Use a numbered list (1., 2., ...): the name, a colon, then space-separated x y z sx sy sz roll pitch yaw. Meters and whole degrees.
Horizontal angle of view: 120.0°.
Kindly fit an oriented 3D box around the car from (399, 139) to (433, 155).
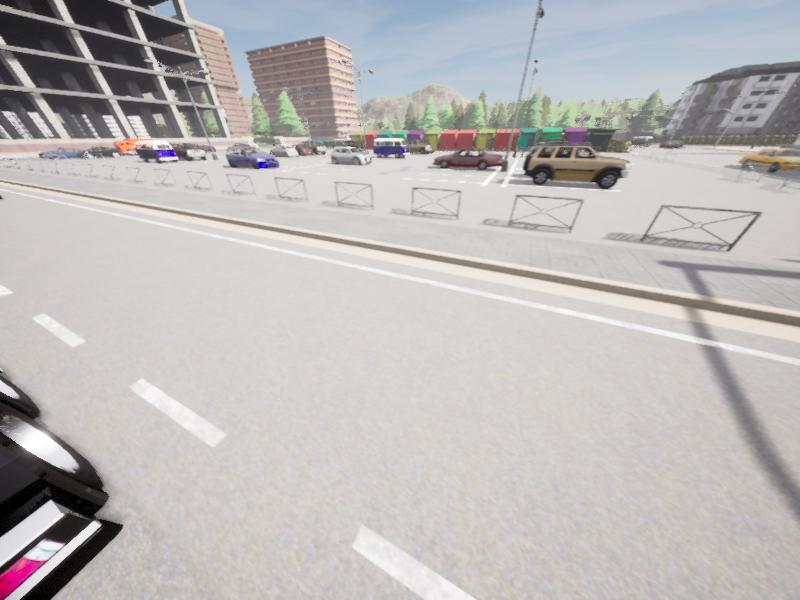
1. car: 2.299 -22.825 34.489 4.605 1.855 1.932 14 38 20

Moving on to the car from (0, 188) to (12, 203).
1. car: -20.776 -5.322 10.476 5.008 1.535 1.882 14 38 20

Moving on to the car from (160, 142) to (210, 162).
1. car: -25.408 -17.544 27.353 4.605 1.855 1.932 14 38 20

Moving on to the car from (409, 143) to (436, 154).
1. car: 3.569 -24.159 36.735 3.905 1.438 1.784 14 38 20

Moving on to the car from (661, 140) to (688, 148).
1. car: 59.511 -33.951 50.217 2.033 1.411 5.357 15 38 21

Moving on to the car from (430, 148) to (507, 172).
1. car: 5.340 -11.155 18.261 5.357 1.415 2.033 14 38 20

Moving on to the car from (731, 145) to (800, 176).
1. car: 27.706 -10.296 16.858 1.801 1.575 5.366 15 38 21

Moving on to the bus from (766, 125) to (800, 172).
1. bus: 30.314 -9.746 13.719 3.944 4.253 10.273 15 38 21

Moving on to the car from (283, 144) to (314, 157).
1. car: -14.778 -21.851 33.700 3.905 1.438 1.784 14 38 20

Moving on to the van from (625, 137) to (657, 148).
1. van: 55.374 -36.426 53.249 2.069 2.038 4.480 -3 35 -4

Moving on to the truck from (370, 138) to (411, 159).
1. truck: -1.085 -18.573 28.324 4.478 2.038 2.069 14 38 20

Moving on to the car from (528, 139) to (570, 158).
1. car: 18.223 -18.722 28.444 3.866 1.878 1.905 14 38 20

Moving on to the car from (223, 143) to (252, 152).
1. car: -36.366 -34.434 51.992 1.882 1.535 5.008 14 38 20

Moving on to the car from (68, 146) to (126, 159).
1. car: -45.762 -22.390 35.028 1.837 1.490 4.892 14 38 20

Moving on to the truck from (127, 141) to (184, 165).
1. truck: -26.556 -16.084 25.128 4.478 2.038 2.069 14 38 20

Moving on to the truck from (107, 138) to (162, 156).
1. truck: -46.405 -26.862 40.548 2.627 2.467 5.204 14 38 20

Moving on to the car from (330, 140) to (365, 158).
1. car: -6.883 -19.986 30.581 3.866 1.878 1.905 14 38 20

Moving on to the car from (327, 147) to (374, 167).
1. car: -4.680 -13.731 22.072 3.806 1.475 1.970 14 38 20

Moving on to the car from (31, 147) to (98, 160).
1. car: -49.878 -21.973 34.579 2.033 1.411 5.357 14 38 20

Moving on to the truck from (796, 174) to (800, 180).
1. truck: 24.425 -6.792 11.146 2.627 2.467 5.204 15 38 21

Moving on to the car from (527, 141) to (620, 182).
1. car: 10.054 -8.407 13.886 3.866 1.878 1.905 14 38 20

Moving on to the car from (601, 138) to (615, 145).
1. car: 64.972 -49.602 72.199 1.930 1.638 5.238 15 38 21

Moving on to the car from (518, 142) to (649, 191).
1. car: 8.795 -6.902 11.757 4.605 1.855 1.932 14 38 20

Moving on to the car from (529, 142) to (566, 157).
1. car: 19.445 -20.045 30.724 3.806 1.475 1.970 14 38 20

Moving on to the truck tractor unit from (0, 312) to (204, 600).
1. truck tractor unit: -5.196 -0.206 0.651 6.516 4.208 3.053 15 38 20

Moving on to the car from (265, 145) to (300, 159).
1. car: -15.988 -20.305 31.573 3.806 1.475 1.970 14 38 20

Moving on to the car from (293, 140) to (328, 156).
1. car: -13.703 -23.444 35.586 4.605 1.855 1.932 14 38 20

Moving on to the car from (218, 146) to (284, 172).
1. car: -12.879 -12.346 20.087 4.611 1.667 2.242 14 38 20

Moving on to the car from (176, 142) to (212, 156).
1. car: -35.353 -26.094 39.809 1.905 1.878 3.866 14 38 20

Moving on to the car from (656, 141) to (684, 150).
1. car: 52.405 -30.115 44.946 1.895 1.301 4.718 15 38 21
